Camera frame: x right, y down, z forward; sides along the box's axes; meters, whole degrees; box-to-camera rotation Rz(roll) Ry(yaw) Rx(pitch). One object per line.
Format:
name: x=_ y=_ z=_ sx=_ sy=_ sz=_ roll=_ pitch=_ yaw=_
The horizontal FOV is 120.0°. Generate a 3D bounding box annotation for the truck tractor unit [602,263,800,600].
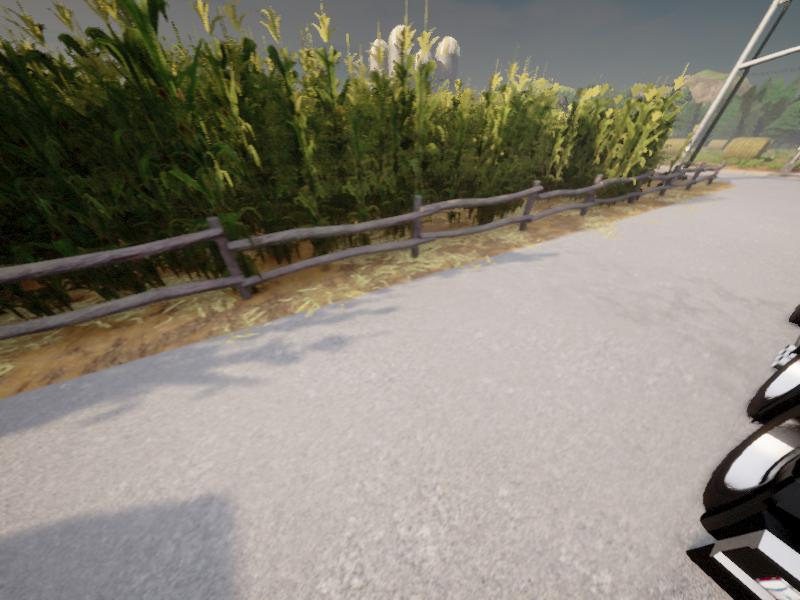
truck tractor unit: x=5.112 y=-0.298 z=0.785 sx=6.516 sy=4.208 sz=3.053 roll=-18 pitch=39 yaw=-24
